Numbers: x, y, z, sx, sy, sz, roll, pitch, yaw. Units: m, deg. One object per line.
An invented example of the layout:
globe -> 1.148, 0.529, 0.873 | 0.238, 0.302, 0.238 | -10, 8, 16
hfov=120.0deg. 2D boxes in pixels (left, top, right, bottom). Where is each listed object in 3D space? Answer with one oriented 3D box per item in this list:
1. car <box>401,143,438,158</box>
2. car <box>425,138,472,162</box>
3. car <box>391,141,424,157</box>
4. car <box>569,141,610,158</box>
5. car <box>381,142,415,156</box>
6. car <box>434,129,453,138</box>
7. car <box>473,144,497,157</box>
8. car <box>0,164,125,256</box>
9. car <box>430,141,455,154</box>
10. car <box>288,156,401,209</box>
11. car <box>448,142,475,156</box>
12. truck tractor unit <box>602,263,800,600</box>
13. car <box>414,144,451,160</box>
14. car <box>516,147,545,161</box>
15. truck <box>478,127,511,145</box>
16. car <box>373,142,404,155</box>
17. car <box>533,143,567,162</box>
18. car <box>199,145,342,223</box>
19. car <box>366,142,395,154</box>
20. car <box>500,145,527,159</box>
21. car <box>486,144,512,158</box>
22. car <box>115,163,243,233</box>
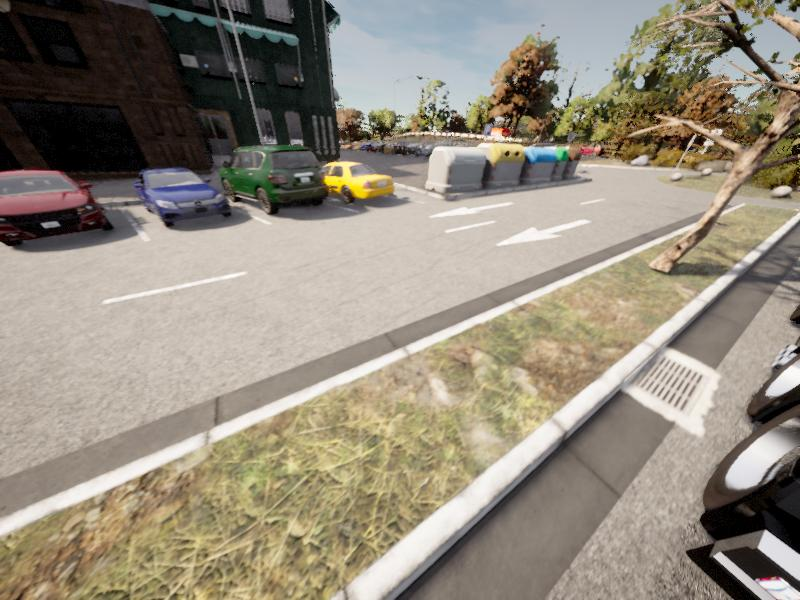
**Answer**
car -> 2.586, -19.709, 30.430 | 2.231, 1.521, 4.892 | 26, 42, 32
car -> 5.475, -16.945, 26.039 | 2.435, 2.045, 5.566 | 27, 42, 32
car -> 1.125, -21.283, 32.458 | 2.185, 1.767, 4.553 | 26, 42, 32
car -> 27.521, -21.953, 33.683 | 1.851, 1.617, 3.988 | -16, 42, -24
car -> -0.186, -22.753, 34.782 | 1.946, 1.575, 5.366 | 26, 42, 32
car -> 10.771, -41.300, 57.262 | 2.007, 1.525, 4.514 | -16, 40, -25
car -> 15.077, -26.433, 40.898 | 2.185, 1.767, 4.553 | 27, 41, 32
car -> -10.388, -2.956, 6.797 | 5.008, 1.535, 2.097 | 25, 41, 32
car -> 9.181, -32.583, 49.471 | 2.435, 2.045, 5.566 | 27, 40, 32
car -> -2.663, -5.581, 10.600 | 5.366, 1.575, 1.946 | 25, 42, 32
car -> 12.097, -29.536, 45.110 | 2.435, 2.045, 5.566 | 27, 41, 31
truck tractor unit -> 5.109, -0.302, 0.783 | 6.516, 4.208, 3.053 | -18, 39, -24
car -> 4.035, -18.199, 28.340 | 2.002, 1.452, 4.674 | 27, 42, 32
car -> 19.492, -21.782, 34.469 | 2.231, 1.521, 4.892 | 27, 41, 31
truck -> 18.700, -32.570, 45.871 | 2.627, 2.467, 5.204 | -16, 42, -25
car -> -1.745, -24.147, 36.774 | 2.231, 1.521, 4.892 | 27, 42, 32
car -> 20.984, -20.494, 32.188 | 2.435, 2.045, 5.566 | 27, 40, 32
car -> -5.169, -4.869, 9.139 | 5.566, 2.045, 2.435 | 25, 42, 32
car -> -3.206, -25.592, 38.890 | 2.163, 1.488, 4.792 | 27, 42, 32
car -> 17.993, -23.387, 36.538 | 2.185, 1.767, 4.553 | 27, 40, 32
car -> 16.562, -24.921, 38.736 | 2.185, 1.767, 4.553 | 27, 41, 31
car -> -7.761, -3.770, 8.058 | 4.674, 1.452, 2.002 | 25, 41, 32
